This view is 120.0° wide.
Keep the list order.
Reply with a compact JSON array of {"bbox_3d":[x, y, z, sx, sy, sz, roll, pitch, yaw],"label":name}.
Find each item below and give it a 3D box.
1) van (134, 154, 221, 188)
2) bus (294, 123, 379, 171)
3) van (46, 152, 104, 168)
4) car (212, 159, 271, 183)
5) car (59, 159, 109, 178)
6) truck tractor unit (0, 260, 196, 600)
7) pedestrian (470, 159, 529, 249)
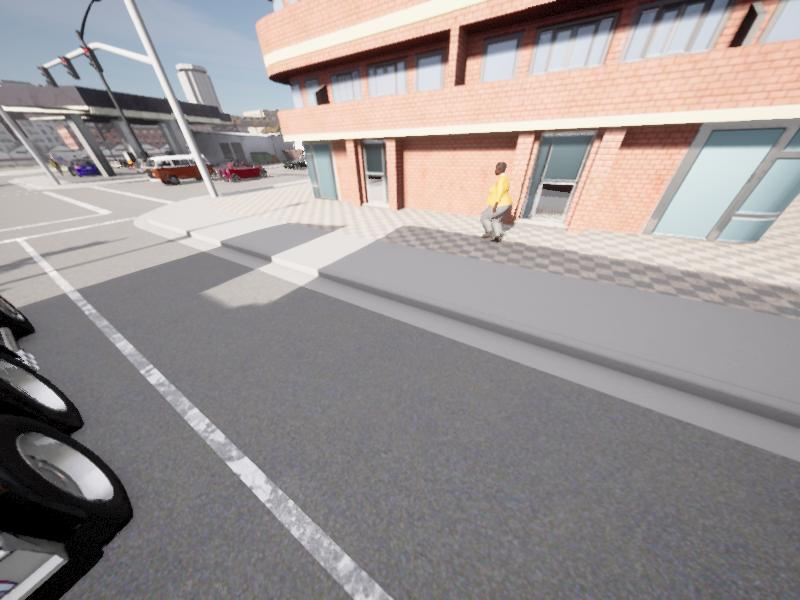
[{"bbox_3d":[-18.457,-11.001,19.522,2.069,2.038,4.480,16,38,24],"label":"van"},{"bbox_3d":[-7.350,-19.313,29.330,3.944,4.253,10.273,17,37,25],"label":"bus"},{"bbox_3d":[-67.166,-29.073,47.974,2.351,2.431,6.366,17,38,26],"label":"van"},{"bbox_3d":[-13.828,-11.428,20.407,1.845,1.501,3.633,17,38,25],"label":"car"},{"bbox_3d":[-36.829,-15.393,26.925,4.611,1.667,2.242,17,39,26],"label":"car"},{"bbox_3d":[-5.206,-0.176,0.870,6.516,4.208,3.053,15,40,27],"label":"truck tractor unit"},{"bbox_3d":[2.359,-2.319,5.609,0.751,1.860,0.751,23,41,31],"label":"pedestrian"}]
